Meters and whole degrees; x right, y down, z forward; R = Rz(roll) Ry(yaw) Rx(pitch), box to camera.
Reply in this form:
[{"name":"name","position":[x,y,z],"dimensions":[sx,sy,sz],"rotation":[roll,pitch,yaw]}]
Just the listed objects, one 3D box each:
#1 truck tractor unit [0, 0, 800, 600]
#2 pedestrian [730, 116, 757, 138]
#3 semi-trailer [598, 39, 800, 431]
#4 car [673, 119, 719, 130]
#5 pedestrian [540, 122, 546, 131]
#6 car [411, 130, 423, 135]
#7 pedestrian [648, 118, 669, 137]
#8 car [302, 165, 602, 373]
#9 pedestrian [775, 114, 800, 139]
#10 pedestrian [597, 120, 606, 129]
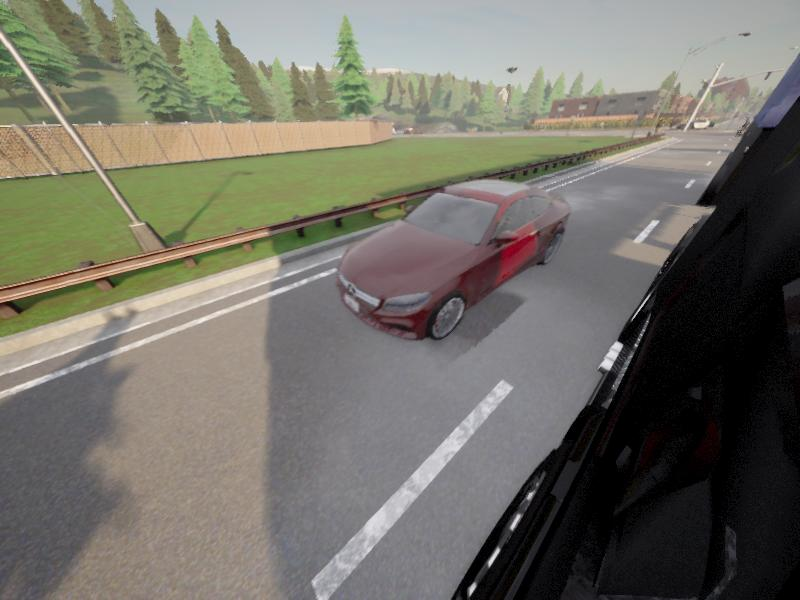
[{"name":"truck tractor unit","position":[2.645,-0.295,0.351],"dimensions":[6.516,4.208,3.053],"rotation":[-28,44,-30]},{"name":"pedestrian","position":[36.567,-18.413,24.635],"dimensions":[0.751,1.860,0.751],"rotation":[-32,45,-33]},{"name":"semi-trailer","position":[8.701,-3.585,4.249],"dimensions":[14.254,4.402,2.717],"rotation":[-28,43,-30]},{"name":"car","position":[55.102,-32.724,43.092],"dimensions":[4.974,1.542,2.038],"rotation":[3,37,7]},{"name":"pedestrian","position":[41.026,-49.867,66.415],"dimensions":[0.751,1.860,0.751],"rotation":[-23,41,-25]},{"name":"car","position":[5.976,-59.190,81.757],"dimensions":[1.994,1.385,4.181],"rotation":[-27,43,-29]},{"name":"pedestrian","position":[32.088,-21.414,28.683],"dimensions":[0.751,1.860,0.751],"rotation":[-5,37,-3]},{"name":"car","position":[1.185,-1.112,3.869],"dimensions":[4.674,1.442,1.812],"rotation":[-28,43,-30]},{"name":"pedestrian","position":[37.887,-16.813,22.403],"dimensions":[0.751,1.860,0.751],"rotation":[-31,45,-33]},{"name":"pedestrian","position":[50.159,-43.630,57.481],"dimensions":[0.751,1.860,0.751],"rotation":[-28,43,-30]}]
